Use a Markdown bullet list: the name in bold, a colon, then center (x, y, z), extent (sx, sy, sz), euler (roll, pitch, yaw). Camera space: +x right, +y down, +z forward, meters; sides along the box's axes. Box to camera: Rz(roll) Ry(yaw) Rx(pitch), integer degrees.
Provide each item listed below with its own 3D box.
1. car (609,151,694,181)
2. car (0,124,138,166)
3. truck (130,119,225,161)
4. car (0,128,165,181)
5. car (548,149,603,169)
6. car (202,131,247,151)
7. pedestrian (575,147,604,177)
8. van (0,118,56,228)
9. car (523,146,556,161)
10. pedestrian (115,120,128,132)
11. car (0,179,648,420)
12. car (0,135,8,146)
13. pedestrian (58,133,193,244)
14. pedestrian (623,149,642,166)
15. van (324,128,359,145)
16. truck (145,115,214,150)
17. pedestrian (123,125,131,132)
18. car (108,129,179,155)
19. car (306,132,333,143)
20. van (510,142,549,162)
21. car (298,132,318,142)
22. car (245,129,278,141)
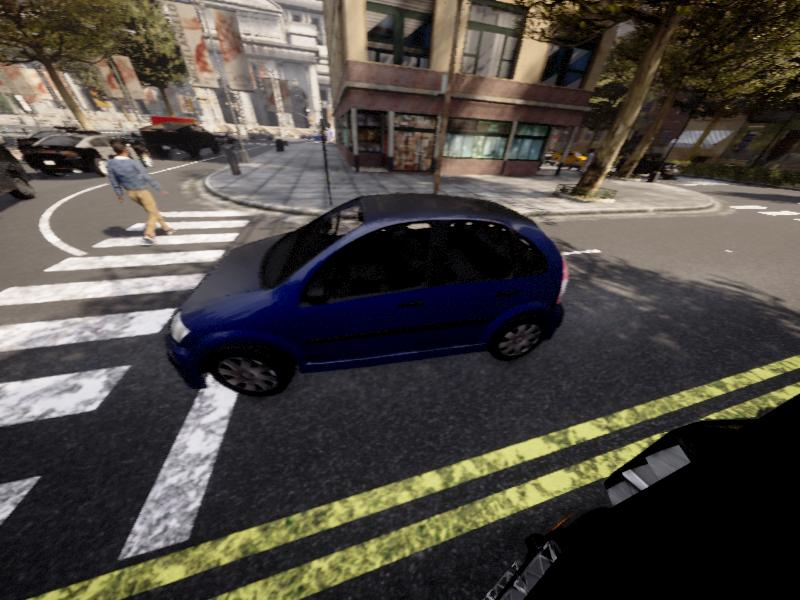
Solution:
- **car**: center (22.345, -12.187, 20.855), extent (1.932, 1.855, 4.605), euler (-6, 37, -13)
- **car**: center (-18.365, -8.963, 13.258), extent (1.930, 1.638, 5.238), euler (-6, 37, -13)
- **truck**: center (-16.063, -12.059, 17.375), extent (2.390, 2.098, 6.274), euler (-6, 37, -13)
- **car**: center (-13.902, -6.843, 10.660), extent (1.930, 1.638, 5.238), euler (-6, 37, -13)
- **car**: center (20.369, -16.581, 27.122), extent (1.882, 1.535, 5.008), euler (-6, 37, -13)
- **car**: center (-18.214, -16.772, 24.285), extent (2.128, 1.511, 4.902), euler (-6, 37, -13)
- **pedestrian**: center (13.963, -10.181, 17.087), extent (0.751, 1.860, 0.751), euler (-14, 39, -23)
- **van**: center (-10.940, -3.043, 5.250), extent (2.069, 2.038, 4.480), euler (-23, 43, -32)
- **car**: center (21.311, -22.618, 35.568), extent (1.851, 1.617, 3.988), euler (-6, 37, -13)
- **pedestrian**: center (-52.668, -32.932, 43.714), extent (0.751, 1.860, 0.751), euler (-12, 38, -20)
- **car**: center (-0.197, -0.301, 2.665), extent (3.988, 1.617, 1.851), euler (-5, 36, -11)
- **car**: center (-30.976, -11.035, 15.342), extent (2.033, 1.411, 5.357), euler (-6, 37, -13)
- **pedestrian**: center (-5.170, -2.140, 4.571), extent (0.751, 1.860, 0.751), euler (-2, 36, -8)
- **pedestrian**: center (31.511, -19.369, 31.337), extent (0.751, 1.860, 0.751), euler (-10, 38, -17)
- **van**: center (-11.551, -32.475, 45.962), extent (6.366, 2.431, 2.351), euler (-8, 37, -16)
- **truck**: center (-21.522, -16.654, 23.028), extent (2.627, 2.467, 5.204), euler (-6, 37, -13)
- **pedestrian**: center (-52.042, -32.686, 44.075), extent (0.500, 1.100, 0.500), euler (28, 43, 31)
- **car**: center (-19.929, -12.514, 18.231), extent (1.970, 1.475, 3.806), euler (-6, 37, -13)
- **car**: center (-16.577, -33.709, 47.970), extent (5.027, 1.651, 2.152), euler (-6, 37, -13)
- **van**: center (18.427, -21.282, 33.097), extent (2.069, 2.038, 4.480), euler (-6, 37, -13)
- **car**: center (-19.864, -35.413, 50.141), extent (3.705, 1.549, 1.789), euler (-7, 37, -14)
- **car**: center (-25.656, -30.642, 42.913), extent (4.611, 1.667, 2.242), euler (-6, 37, -13)
